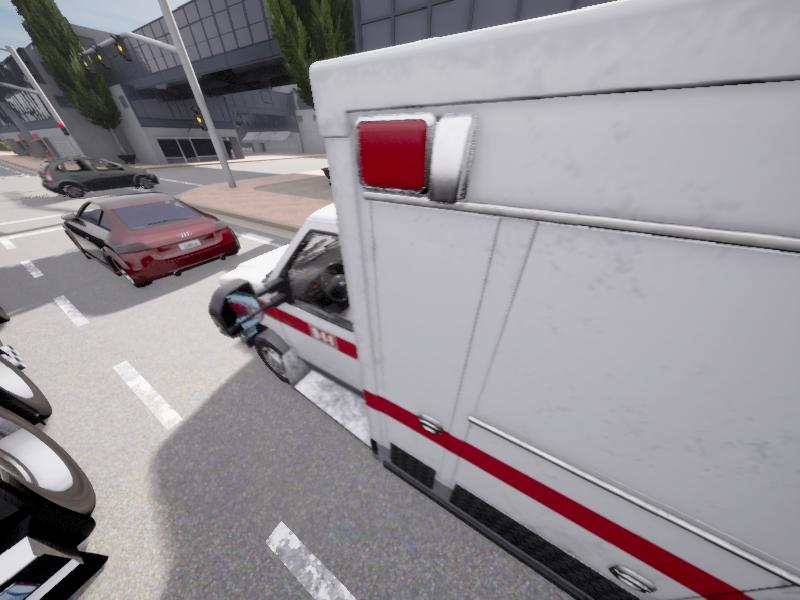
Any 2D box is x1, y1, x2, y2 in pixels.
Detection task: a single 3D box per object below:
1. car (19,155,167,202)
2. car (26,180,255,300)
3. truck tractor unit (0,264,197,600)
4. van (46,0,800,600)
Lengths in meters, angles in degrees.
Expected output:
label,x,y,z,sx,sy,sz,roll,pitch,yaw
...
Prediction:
label,x,y,z,sx,sy,sz,roll,pitch,yaw
car,-15.337,-6.401,11.892,1.851,1.617,3.988,17,39,24
car,-5.732,-1.647,5.205,4.181,1.385,1.994,18,39,24
truck tractor unit,-5.112,-0.300,0.779,6.516,4.208,3.053,18,39,24
van,1.241,0.193,1.586,6.366,2.431,2.351,18,39,24
